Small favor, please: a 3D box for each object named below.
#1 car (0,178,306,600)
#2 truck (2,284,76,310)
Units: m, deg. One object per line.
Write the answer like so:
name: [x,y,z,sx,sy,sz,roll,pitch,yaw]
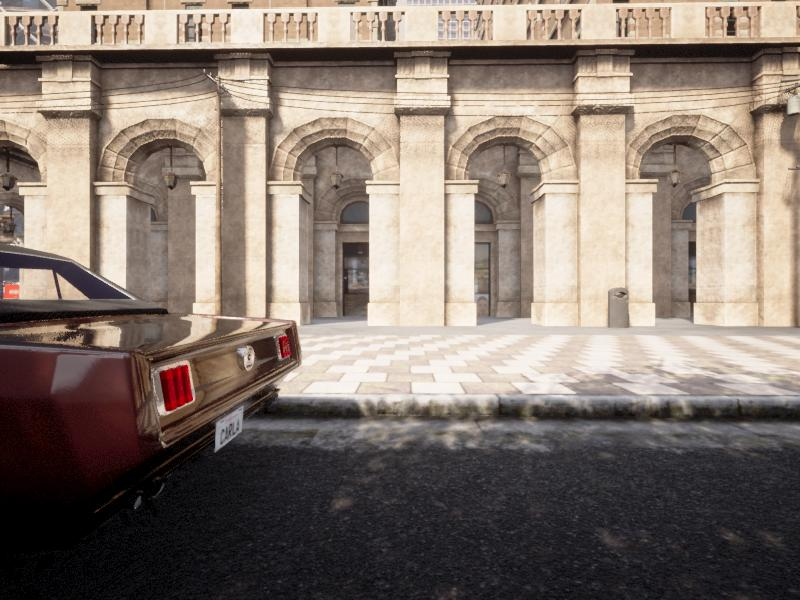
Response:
car: [-3.058,0.338,2.008,4.718,1.301,1.895,0,0,1]
truck: [-35.838,-0.252,39.974,2.627,2.467,5.204,0,-1,1]
